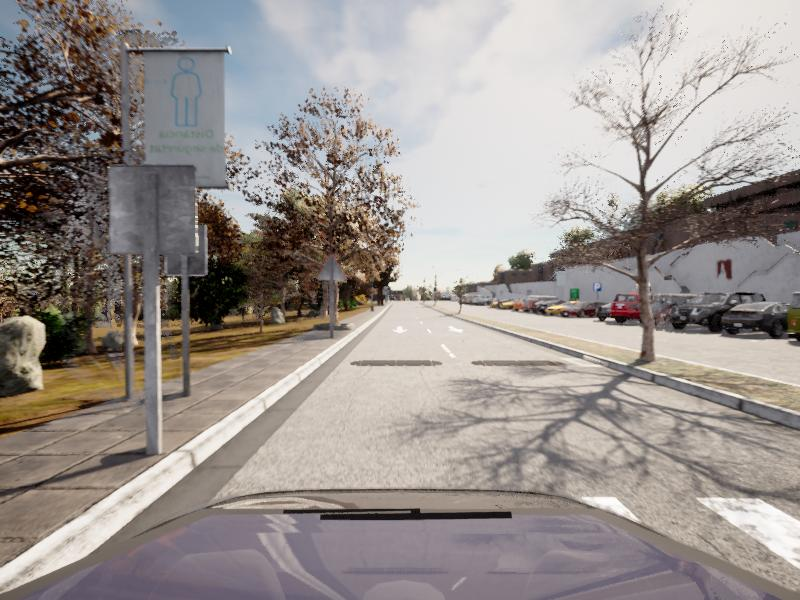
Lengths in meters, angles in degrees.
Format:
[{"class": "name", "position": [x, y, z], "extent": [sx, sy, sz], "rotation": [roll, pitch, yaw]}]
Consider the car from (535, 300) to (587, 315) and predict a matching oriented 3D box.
[{"class": "car", "position": [16.893, 0.816, 41.958], "extent": [4.792, 1.488, 2.163], "rotation": [1, 0, -20]}]

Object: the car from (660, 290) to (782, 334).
[{"class": "car", "position": [16.835, 0.591, 21.036], "extent": [5.566, 2.045, 2.435], "rotation": [1, 0, -20]}]

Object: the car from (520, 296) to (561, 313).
[{"class": "car", "position": [16.764, 0.502, 47.860], "extent": [4.442, 1.987, 1.878], "rotation": [1, 1, -20]}]

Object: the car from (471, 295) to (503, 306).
[{"class": "car", "position": [16.913, 0.098, 77.751], "extent": [5.566, 2.045, 2.435], "rotation": [1, 0, -20]}]

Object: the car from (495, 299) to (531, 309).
[{"class": "car", "position": [16.902, 0.598, 59.861], "extent": [4.792, 1.488, 2.163], "rotation": [1, 1, -20]}]

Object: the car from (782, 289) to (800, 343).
[{"class": "car", "position": [16.965, 0.617, 15.128], "extent": [4.442, 1.987, 1.878], "rotation": [1, 0, -20]}]

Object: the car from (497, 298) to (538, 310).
[{"class": "car", "position": [16.700, 0.607, 56.799], "extent": [5.366, 1.575, 1.946], "rotation": [1, 1, -20]}]

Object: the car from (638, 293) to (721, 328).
[{"class": "car", "position": [16.753, 0.617, 23.990], "extent": [4.442, 1.987, 1.878], "rotation": [1, 0, -20]}]

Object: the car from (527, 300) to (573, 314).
[{"class": "car", "position": [16.863, 0.797, 44.930], "extent": [4.674, 1.452, 2.002], "rotation": [1, 0, -20]}]

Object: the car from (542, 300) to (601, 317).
[{"class": "car", "position": [16.693, 0.800, 38.888], "extent": [5.366, 1.575, 1.946], "rotation": [1, 1, -20]}]

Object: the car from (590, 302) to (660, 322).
[{"class": "car", "position": [16.857, 0.879, 30.004], "extent": [4.674, 1.452, 2.002], "rotation": [1, 0, -20]}]

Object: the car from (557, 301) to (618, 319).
[{"class": "car", "position": [16.836, 0.851, 35.961], "extent": [4.792, 1.488, 2.163], "rotation": [1, 1, -20]}]

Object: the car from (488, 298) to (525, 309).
[{"class": "car", "position": [16.704, 0.520, 62.764], "extent": [5.366, 1.575, 1.946], "rotation": [1, 1, -20]}]

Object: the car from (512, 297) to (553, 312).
[{"class": "car", "position": [16.843, 0.566, 50.888], "extent": [4.553, 1.767, 2.185], "rotation": [1, 1, -20]}]

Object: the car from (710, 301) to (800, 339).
[{"class": "car", "position": [16.849, 0.843, 18.068], "extent": [4.892, 1.521, 2.231], "rotation": [1, 0, -20]}]

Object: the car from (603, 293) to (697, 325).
[{"class": "car", "position": [16.889, 0.593, 27.033], "extent": [5.566, 2.045, 2.435], "rotation": [1, 0, -20]}]
